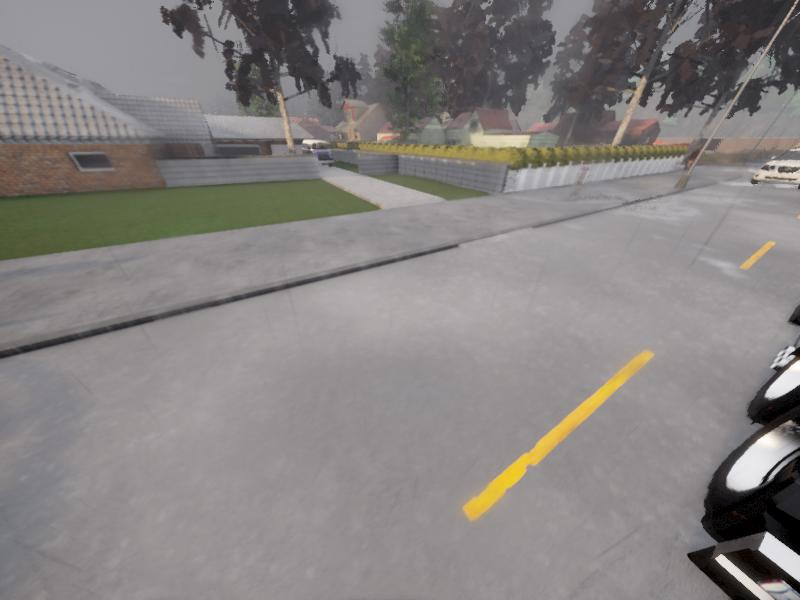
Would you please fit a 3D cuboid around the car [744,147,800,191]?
[{"bbox_3d":[25.126,-8.398,14.589,5.566,2.045,2.150,-17,38,-23],"label":"car"}]

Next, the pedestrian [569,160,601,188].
[{"bbox_3d":[10.302,-7.054,12.929,0.751,1.300,0.751,-18,39,-24],"label":"pedestrian"}]

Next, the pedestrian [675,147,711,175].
[{"bbox_3d":[22.943,-10.934,18.145,0.751,1.860,0.751,-10,36,-14],"label":"pedestrian"}]

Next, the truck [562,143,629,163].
[{"bbox_3d":[26.329,-20.149,31.482,2.390,2.098,6.274,-18,39,-24],"label":"truck"}]

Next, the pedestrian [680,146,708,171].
[{"bbox_3d":[26.576,-12.828,20.911,0.751,1.860,0.751,28,43,34],"label":"pedestrian"}]

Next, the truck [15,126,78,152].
[{"bbox_3d":[-70.015,-32.086,46.114,2.891,3.827,8.468,-18,39,-24],"label":"truck"}]

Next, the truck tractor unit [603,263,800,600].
[{"bbox_3d":[5.110,-0.299,0.799,6.516,4.208,3.053,-18,38,-24],"label":"truck tractor unit"}]

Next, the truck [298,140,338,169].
[{"bbox_3d":[-7.492,-13.235,20.876,2.069,2.038,4.478,-18,39,-24],"label":"truck"}]

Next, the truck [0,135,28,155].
[{"bbox_3d":[-62.524,-24.087,35.868,2.627,2.467,5.204,-18,39,-24],"label":"truck"}]
